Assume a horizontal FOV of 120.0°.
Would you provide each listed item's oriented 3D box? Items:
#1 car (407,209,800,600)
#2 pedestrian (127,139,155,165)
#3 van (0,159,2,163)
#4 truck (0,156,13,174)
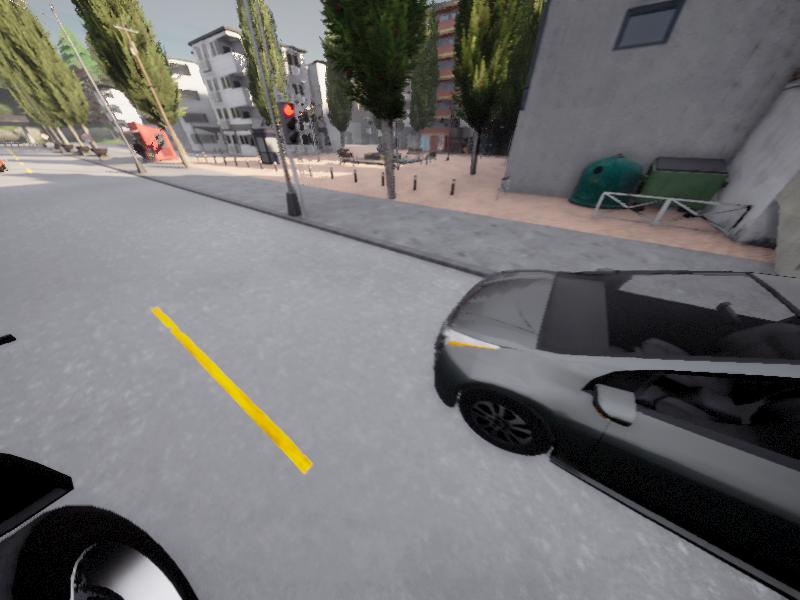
[{"bbox_3d":[2.501,0.710,1.601,4.514,1.525,2.007,22,41,28],"label":"car"},{"bbox_3d":[-22.719,-13.004,20.275,0.751,1.860,0.751,19,39,24],"label":"pedestrian"},{"bbox_3d":[-40.887,-14.582,21.973,5.915,2.561,1.988,22,41,28],"label":"van"},{"bbox_3d":[-29.868,-10.048,15.736,5.204,2.467,2.627,22,40,28],"label":"truck"}]
